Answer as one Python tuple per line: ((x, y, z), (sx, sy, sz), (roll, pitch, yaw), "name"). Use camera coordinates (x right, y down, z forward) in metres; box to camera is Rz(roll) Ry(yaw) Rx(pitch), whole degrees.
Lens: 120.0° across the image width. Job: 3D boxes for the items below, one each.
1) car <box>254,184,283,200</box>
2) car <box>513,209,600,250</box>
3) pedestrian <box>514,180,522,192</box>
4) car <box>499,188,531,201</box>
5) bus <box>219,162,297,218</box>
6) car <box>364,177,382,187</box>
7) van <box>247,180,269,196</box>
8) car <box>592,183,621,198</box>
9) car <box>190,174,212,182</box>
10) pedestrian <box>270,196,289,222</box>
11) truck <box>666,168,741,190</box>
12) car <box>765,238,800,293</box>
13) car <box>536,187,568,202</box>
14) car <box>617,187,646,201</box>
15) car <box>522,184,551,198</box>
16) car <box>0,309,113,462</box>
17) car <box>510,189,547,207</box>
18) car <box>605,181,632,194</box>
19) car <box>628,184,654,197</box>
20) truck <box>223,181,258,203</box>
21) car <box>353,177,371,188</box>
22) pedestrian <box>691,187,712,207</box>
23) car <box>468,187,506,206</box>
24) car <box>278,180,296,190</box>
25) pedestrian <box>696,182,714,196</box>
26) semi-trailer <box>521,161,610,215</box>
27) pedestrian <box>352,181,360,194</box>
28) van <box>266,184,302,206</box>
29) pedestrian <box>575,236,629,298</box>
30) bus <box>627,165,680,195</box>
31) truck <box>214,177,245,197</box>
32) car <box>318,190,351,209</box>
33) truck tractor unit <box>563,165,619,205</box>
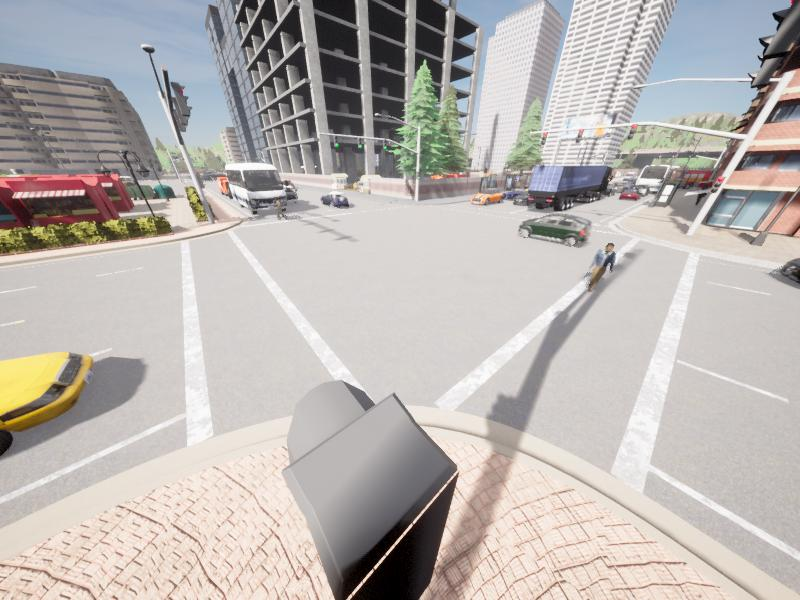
((-18.829, -15.486, 33.095), (2.152, 1.651, 5.027), (-23, 37, -34), "car")
((9.302, -4.396, 13.992), (1.789, 1.549, 3.705), (-24, 38, -35), "car")
((20.782, -20.121, 40.643), (0.751, 1.860, 0.751), (15, 33, 24), "pedestrian")
((16.067, -14.798, 32.341), (4.718, 1.301, 1.895), (-23, 37, -34), "car")
((-14.921, -11.711, 23.927), (3.944, 4.253, 10.273), (-23, 37, -34), "bus")
((-5.875, -25.875, 50.553), (1.905, 1.878, 3.866), (-23, 37, -34), "car")
((-22.874, -18.026, 37.131), (1.775, 1.987, 4.442), (-23, 37, -34), "van")
((32.536, -17.274, 36.284), (5.238, 1.638, 1.930), (-23, 37, -34), "car")
((-62.028, -38.119, 72.153), (4.605, 1.855, 1.932), (-7, 31, -12), "car")
((-9.799, -7.391, 18.797), (0.751, 1.860, 0.751), (26, 39, 37), "pedestrian")
((61.357, -24.761, 47.069), (8.468, 3.827, 2.891), (6, 31, 11), "truck")
((16.755, -0.698, 7.578), (4.514, 1.525, 2.007), (20, 36, 31), "car")
((21.150, -14.728, 32.022), (4.892, 1.490, 1.837), (-23, 37, -34), "car")
((32.365, -14.788, 32.251), (4.181, 1.385, 1.994), (-24, 38, -35), "car")
((21.384, -17.126, 36.131), (5.008, 1.535, 1.882), (-23, 37, -34), "car")
((-8.178, 2.036, 2.900), (5.366, 1.575, 1.801), (-22, 36, -33), "car")
((15.622, -12.414, 28.014), (4.892, 1.490, 1.837), (-23, 37, -34), "car")
((38.199, -19.654, 40.376), (4.611, 1.667, 2.242), (-23, 37, -34), "car")
((37.711, -17.139, 36.085), (3.988, 1.617, 1.851), (-23, 37, -34), "car")
((-21.586, -14.612, 31.105), (2.390, 2.098, 6.274), (-23, 37, -34), "truck")
((-8.128, -24.929, 48.916), (1.905, 1.878, 3.866), (-23, 37, -34), "car")
((33.211, -11.366, 25.478), (0.751, 1.860, 0.751), (-23, 37, -34), "pedestrian")
((10.696, -12.768, 28.325), (4.553, 1.767, 2.097), (-23, 37, -34), "car")
((-22.815, -23.235, 46.533), (1.851, 1.617, 3.988), (-23, 37, -34), "car")
((46.615, -17.032, 35.293), (0.751, 1.860, 0.751), (12, 32, 20), "pedestrian")
((18.774, -12.717, 25.615), (14.254, 4.402, 2.717), (-23, 37, -34), "semi-trailer")
((-7.010, -17.921, 36.722), (0.751, 1.860, 0.751), (-25, 38, -36), "pedestrian")
((-14.139, -12.869, 28.144), (2.069, 2.038, 4.480), (-26, 39, -38), "van")
((6.942, -1.142, 7.981), (0.751, 1.860, 0.751), (26, 39, 37), "pedestrian")
((44.604, -21.247, 40.556), (10.273, 4.253, 3.944), (-23, 37, -34), "bus")
((-26.810, -17.851, 36.338), (2.627, 2.467, 5.204), (-23, 37, -34), "truck")
((-7.520, -11.470, 26.285), (1.970, 1.475, 3.806), (-23, 37, -34), "car")
((24.840, -15.169, 30.063), (6.516, 4.208, 3.053), (-23, 37, -34), "truck tractor unit")
